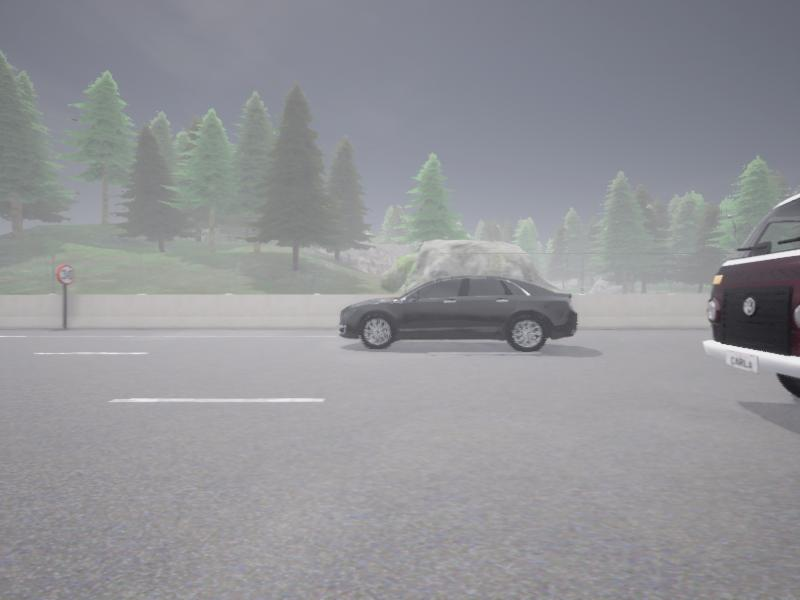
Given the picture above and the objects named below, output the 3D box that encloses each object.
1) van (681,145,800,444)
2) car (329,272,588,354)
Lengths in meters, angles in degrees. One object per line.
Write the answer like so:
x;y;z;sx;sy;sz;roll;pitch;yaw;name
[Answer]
5.052;-0.028;2.884;4.480;2.038;2.069;0;0;12;van
1.135;0.244;8.546;4.892;1.490;1.837;0;0;8;car
